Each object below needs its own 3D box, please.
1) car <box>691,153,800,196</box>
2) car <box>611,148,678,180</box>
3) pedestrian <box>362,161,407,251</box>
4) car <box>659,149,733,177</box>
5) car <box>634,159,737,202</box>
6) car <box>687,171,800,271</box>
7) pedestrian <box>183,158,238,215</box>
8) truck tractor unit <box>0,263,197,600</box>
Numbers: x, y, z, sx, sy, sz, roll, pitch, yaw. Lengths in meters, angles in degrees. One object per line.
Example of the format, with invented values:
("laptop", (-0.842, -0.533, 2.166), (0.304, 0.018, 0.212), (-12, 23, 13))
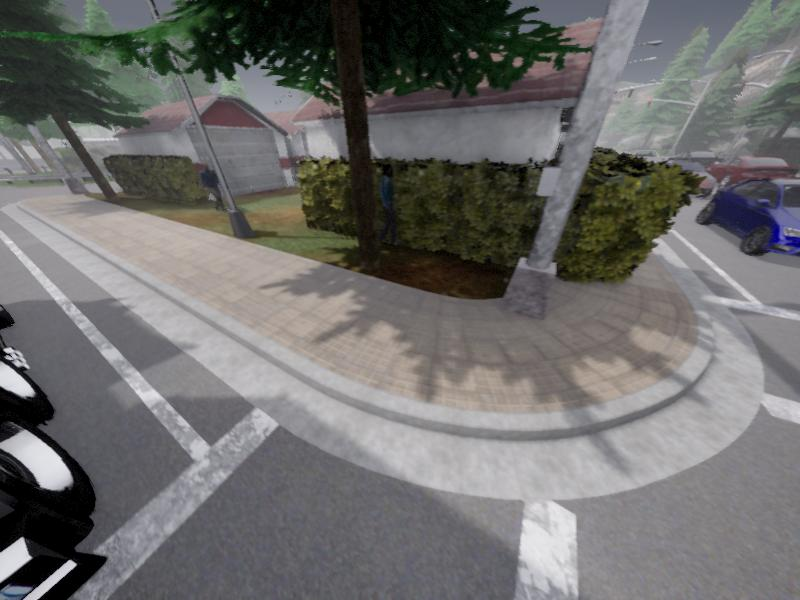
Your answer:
("car", (18.784, -7.067, 12.669), (1.882, 1.535, 5.008), (17, 39, 25))
("car", (18.050, -10.338, 17.394), (2.152, 1.651, 5.027), (17, 39, 25))
("pedestrian", (-0.309, -2.246, 5.558), (0.751, 1.860, 0.751), (9, 36, 15))
("car", (22.505, -10.725, 17.893), (1.882, 1.535, 5.008), (17, 39, 25))
("car", (14.039, -6.256, 11.786), (1.994, 1.385, 4.181), (18, 39, 25))
("car", (9.850, -2.181, 5.872), (1.816, 1.474, 4.193), (17, 39, 25))
("pedestrian", (-7.283, -4.389, 8.953), (0.751, 1.860, 0.751), (14, 37, 21))
("truck tractor unit", (-5.125, -0.282, 0.803), (6.516, 4.208, 3.053), (18, 39, 25))
